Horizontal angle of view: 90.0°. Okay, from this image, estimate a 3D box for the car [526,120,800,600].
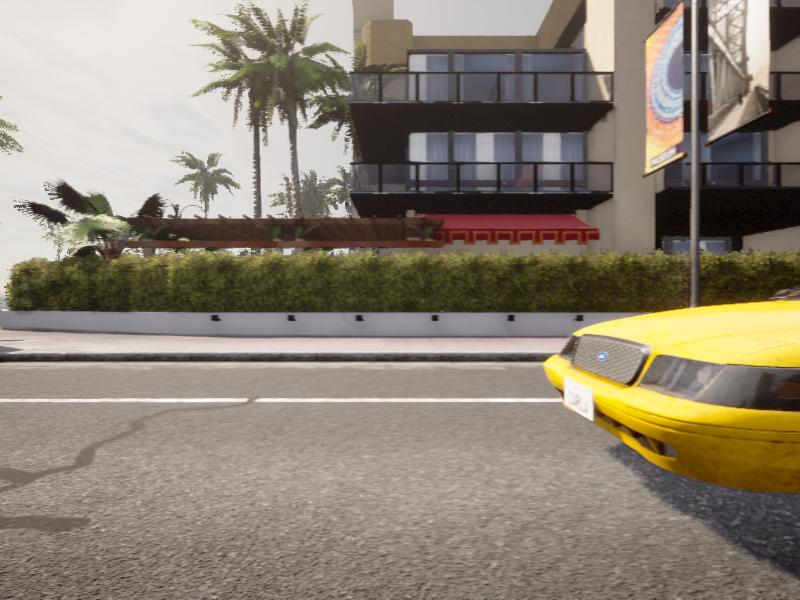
[{"bbox_3d":[3.658,0.201,2.200,5.366,1.575,1.801,0,0,0],"label":"car"}]
